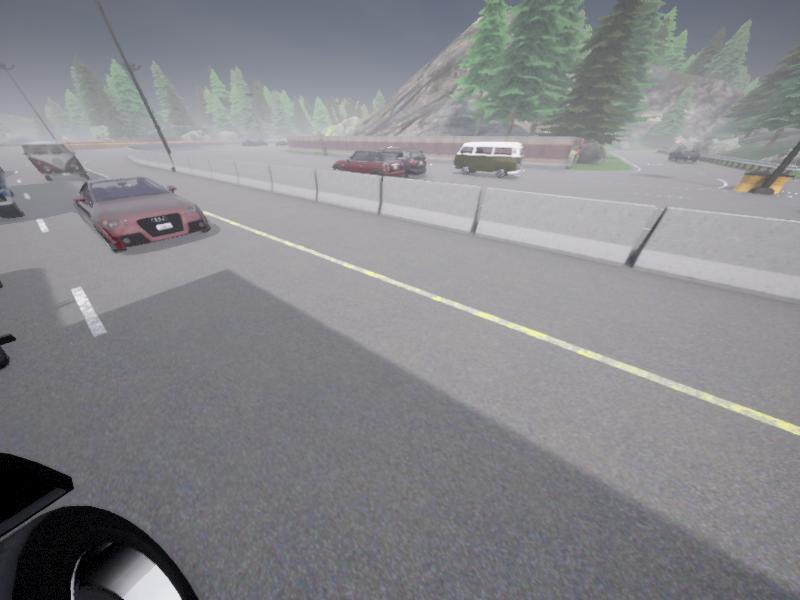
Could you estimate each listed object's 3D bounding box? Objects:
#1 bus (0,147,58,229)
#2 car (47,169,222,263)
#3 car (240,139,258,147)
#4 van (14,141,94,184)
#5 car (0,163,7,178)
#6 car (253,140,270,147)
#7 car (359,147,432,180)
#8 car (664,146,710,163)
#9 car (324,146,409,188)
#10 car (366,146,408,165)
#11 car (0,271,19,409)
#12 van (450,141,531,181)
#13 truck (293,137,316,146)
[{"bbox_3d":[-16.437,-5.107,7.357,10.273,4.253,3.944,22,41,28],"label":"bus"},{"bbox_3d":[-7.204,-2.549,6.294,4.181,1.385,1.994,22,41,28],"label":"car"},{"bbox_3d":[-39.741,-41.413,60.960,1.789,1.549,3.705,5,36,7],"label":"car"},{"bbox_3d":[-21.145,-8.510,14.123,4.442,1.987,1.775,22,41,29],"label":"van"},{"bbox_3d":[-28.280,-8.940,14.953,4.611,1.667,2.242,24,42,30],"label":"car"},{"bbox_3d":[-36.218,-41.141,60.586,1.845,1.501,3.633,5,36,7],"label":"car"},{"bbox_3d":[-0.363,-9.736,16.281,4.611,1.667,2.242,22,41,28],"label":"car"},{"bbox_3d":[33.829,-17.351,27.466,2.128,1.511,4.902,21,40,27],"label":"car"},{"bbox_3d":[-1.961,-7.974,13.664,4.553,1.767,2.097,22,41,28],"label":"car"},{"bbox_3d":[-1.341,-14.974,23.880,3.806,1.475,1.970,22,41,28],"label":"car"},{"bbox_3d":[-6.424,0.062,2.244,4.553,1.767,2.097,22,41,28],"label":"car"},{"bbox_3d":[6.088,-9.721,15.994,4.480,2.038,2.069,23,41,27],"label":"van"},{"bbox_3d":[-27.425,-45.673,66.435,2.390,2.098,6.274,12,37,16],"label":"truck"}]
